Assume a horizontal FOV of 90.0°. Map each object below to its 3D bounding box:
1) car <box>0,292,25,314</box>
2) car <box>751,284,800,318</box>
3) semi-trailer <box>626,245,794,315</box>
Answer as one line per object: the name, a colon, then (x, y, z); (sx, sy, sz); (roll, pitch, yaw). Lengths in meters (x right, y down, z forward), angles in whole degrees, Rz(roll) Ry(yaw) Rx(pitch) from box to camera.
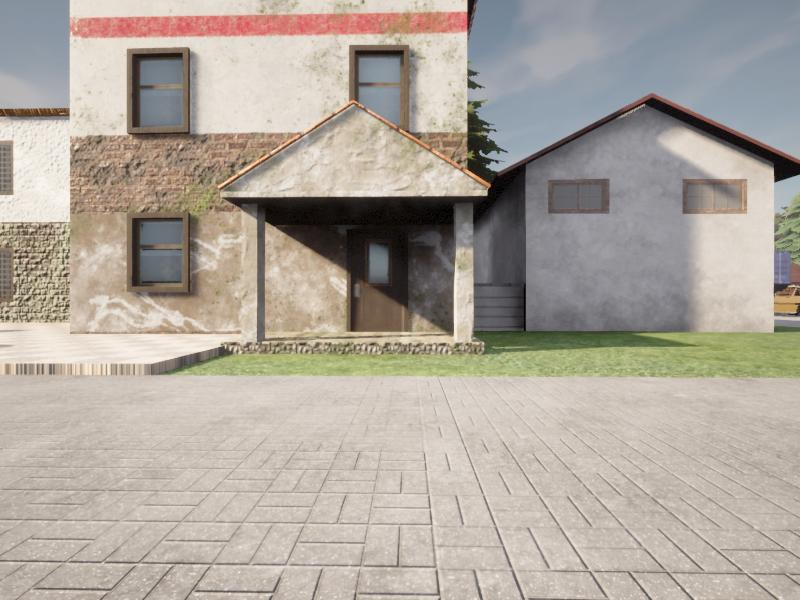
car: (-29.962, 0.201, 28.304); (1.801, 1.575, 5.366); (0, 0, 1)
car: (22.964, 0.051, 22.840); (1.932, 1.855, 4.605); (0, 0, 4)
semi-trailer: (23.460, -1.219, 32.224); (2.717, 4.402, 14.254); (0, 0, 1)
